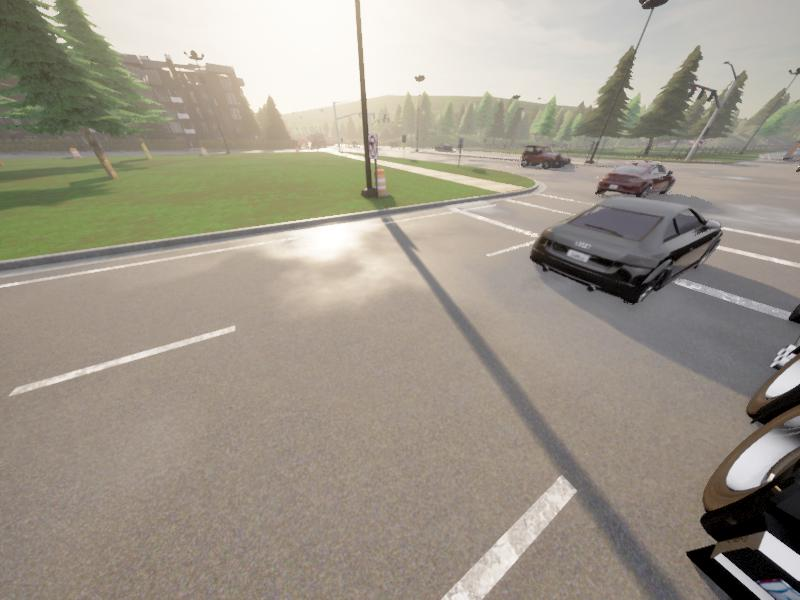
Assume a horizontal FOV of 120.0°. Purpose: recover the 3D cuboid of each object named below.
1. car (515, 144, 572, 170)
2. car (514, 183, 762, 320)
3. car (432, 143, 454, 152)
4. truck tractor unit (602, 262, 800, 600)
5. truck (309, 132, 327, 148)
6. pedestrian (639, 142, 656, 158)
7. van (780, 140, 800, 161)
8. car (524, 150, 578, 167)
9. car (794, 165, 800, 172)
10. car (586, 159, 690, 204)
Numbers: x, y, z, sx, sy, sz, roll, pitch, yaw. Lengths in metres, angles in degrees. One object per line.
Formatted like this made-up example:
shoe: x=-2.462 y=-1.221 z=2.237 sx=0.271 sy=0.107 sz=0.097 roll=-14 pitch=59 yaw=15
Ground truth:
car: x=13.735 y=-13.917 z=22.419 sx=1.905 sy=1.878 sz=3.866 roll=-18 pitch=39 yaw=-24
car: x=4.779 y=-1.347 z=4.766 sx=4.181 sy=1.385 sz=1.994 roll=-18 pitch=39 yaw=-24
car: x=9.801 y=-35.240 z=53.229 sx=1.930 sy=1.638 sz=5.238 roll=-18 pitch=39 yaw=-24
truck tractor unit: x=5.108 y=-0.303 z=0.788 sx=6.516 sy=4.208 sz=3.053 roll=-18 pitch=39 yaw=-24
truck: x=-26.215 y=-50.989 z=73.679 sx=2.891 sy=3.827 sz=8.468 roll=-18 pitch=39 yaw=-25
pedestrian: x=35.936 y=-21.781 z=33.589 sx=0.751 sy=1.860 sz=0.751 roll=-16 pitch=38 yaw=-21
van: x=59.460 y=-21.987 z=33.863 sx=6.366 sy=2.431 sz=2.351 roll=-18 pitch=39 yaw=-24
car: x=16.130 y=-15.338 z=24.937 sx=1.994 sy=1.385 sz=4.181 roll=-18 pitch=39 yaw=-24
car: x=38.456 y=-12.473 z=20.758 sx=5.027 sy=1.651 sz=2.152 roll=-18 pitch=39 yaw=-24
car: x=11.706 y=-5.956 z=11.368 sx=4.674 sy=1.442 sz=1.812 roll=-18 pitch=39 yaw=-24
